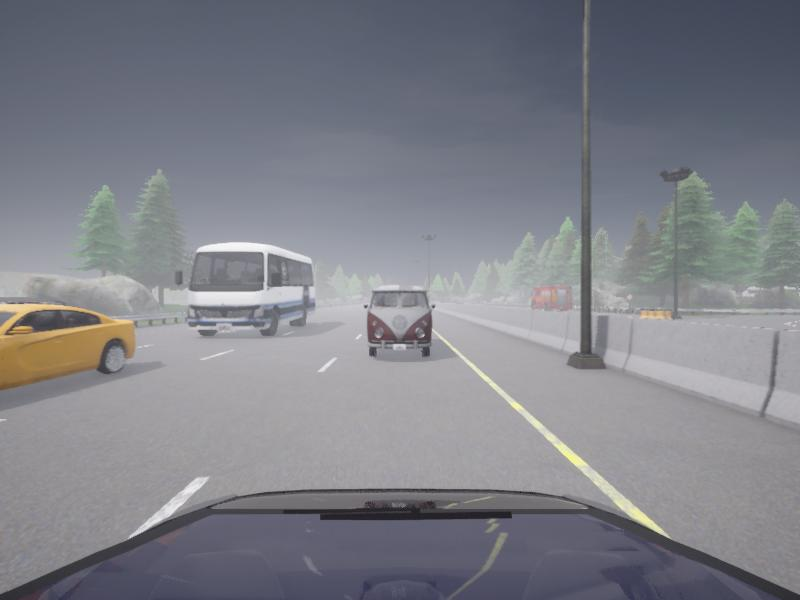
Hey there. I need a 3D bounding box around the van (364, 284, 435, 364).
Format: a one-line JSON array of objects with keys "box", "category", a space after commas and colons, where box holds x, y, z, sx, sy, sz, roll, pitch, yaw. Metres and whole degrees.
[{"box": [-0.013, 0.594, 12.134, 1.775, 1.987, 4.442, 0, 0, 0], "category": "van"}]

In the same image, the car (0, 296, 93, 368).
[{"box": [-10.512, 0.753, 9.947, 2.242, 1.667, 4.611, 0, 0, 0], "category": "car"}]

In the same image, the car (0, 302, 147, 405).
[{"box": [-7.008, 0.819, 7.107, 1.882, 1.535, 5.008, 0, 0, 0], "category": "car"}]

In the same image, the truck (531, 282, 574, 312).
[{"box": [20.859, -0.346, 55.412, 2.891, 3.827, 8.468, 0, 0, 1], "category": "truck"}]

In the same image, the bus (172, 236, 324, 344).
[{"box": [-6.903, -0.558, 20.784, 3.944, 4.253, 10.273, 0, 2, 0], "category": "bus"}]
